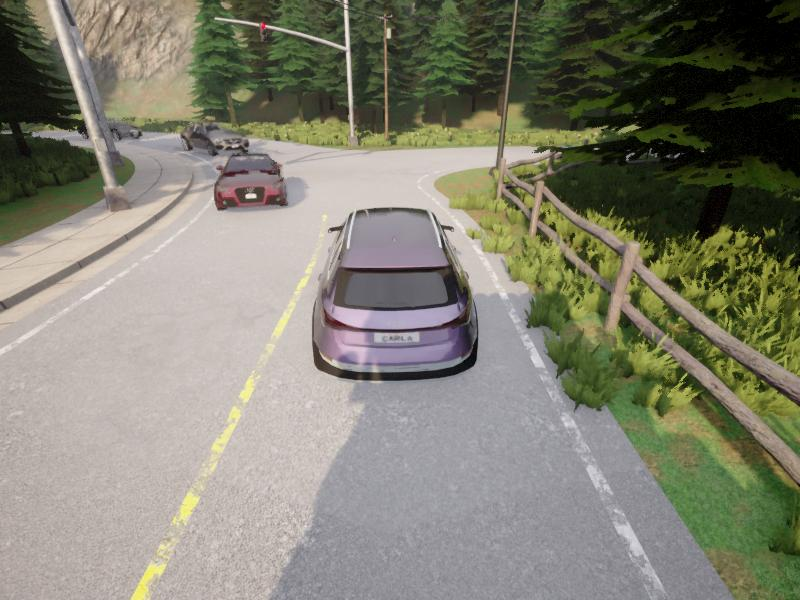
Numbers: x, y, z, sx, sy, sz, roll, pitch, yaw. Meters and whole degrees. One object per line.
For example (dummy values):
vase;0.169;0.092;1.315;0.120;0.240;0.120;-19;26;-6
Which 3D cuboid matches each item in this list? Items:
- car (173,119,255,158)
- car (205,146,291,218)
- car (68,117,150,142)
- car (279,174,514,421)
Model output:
car;-10.875;-9.457;23.266;5.027;1.651;2.152;23;35;37
car;-4.695;-3.915;12.747;1.994;1.385;4.181;-8;28;-14
car;-21.528;-12.692;29.688;4.902;1.511;2.128;9;28;17
car;-0.114;-0.594;5.995;2.033;1.649;4.856;-1;27;-2
